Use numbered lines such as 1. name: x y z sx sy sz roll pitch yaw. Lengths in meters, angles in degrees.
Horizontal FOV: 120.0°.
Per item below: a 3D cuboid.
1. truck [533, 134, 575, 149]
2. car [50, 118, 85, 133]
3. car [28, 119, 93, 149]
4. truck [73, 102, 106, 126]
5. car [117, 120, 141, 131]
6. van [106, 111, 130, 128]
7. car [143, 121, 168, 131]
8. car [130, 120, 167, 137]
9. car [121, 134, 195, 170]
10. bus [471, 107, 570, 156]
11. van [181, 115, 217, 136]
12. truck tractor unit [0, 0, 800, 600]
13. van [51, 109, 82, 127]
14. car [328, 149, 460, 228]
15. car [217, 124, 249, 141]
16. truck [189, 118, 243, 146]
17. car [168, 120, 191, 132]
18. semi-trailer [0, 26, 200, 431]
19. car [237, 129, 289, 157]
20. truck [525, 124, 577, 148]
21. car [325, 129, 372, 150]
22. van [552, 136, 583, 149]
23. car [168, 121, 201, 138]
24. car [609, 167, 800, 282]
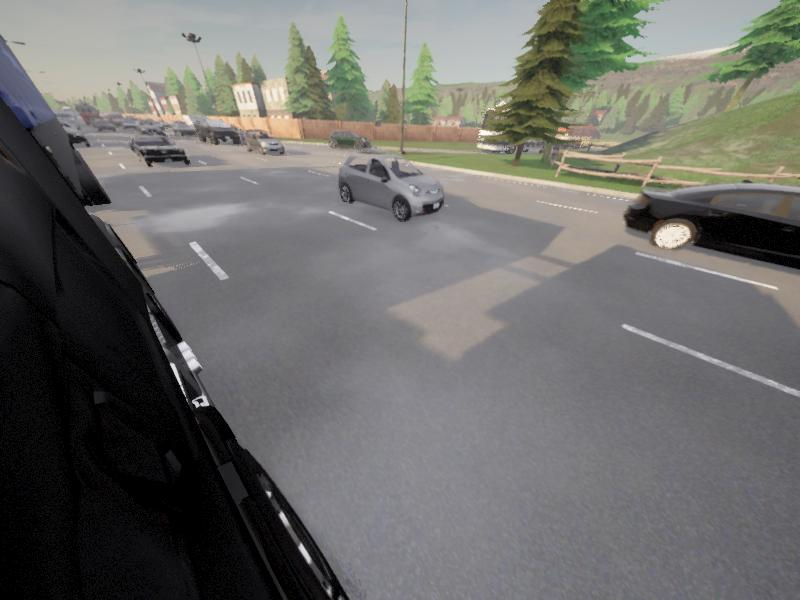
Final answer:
1. truck: 30.318 -31.390 45.695 6.274 2.098 2.390 30 45 32
2. car: -45.229 -23.815 31.454 4.792 1.488 2.163 30 45 31
3. car: -26.398 -13.058 18.117 5.027 1.651 2.152 30 45 31
4. truck: -70.204 -41.955 52.196 8.468 3.827 2.891 30 45 31
5. car: -48.738 -31.461 41.527 5.357 1.411 2.033 30 45 31
6. van: -59.727 -38.259 48.944 5.915 2.561 1.988 30 45 31
7. car: -45.799 -32.607 43.240 5.357 1.411 2.033 30 45 31
8. car: -33.016 -22.544 30.346 4.611 1.667 2.242 30 45 31
9. car: -13.729 -8.480 13.050 4.718 1.301 1.895 30 45 31
10. bus: 14.574 -20.412 28.260 10.273 4.253 3.944 -14 41 -21
11. van: -32.438 -28.189 37.293 6.366 2.431 2.351 30 45 31
12. truck tractor unit: -2.645 -0.295 0.351 6.516 4.208 3.053 28 44 30
13. van: -61.866 -33.762 42.925 6.366 2.431 2.351 30 45 31
14. car: -0.304 -3.700 7.289 3.633 1.501 1.845 30 45 31
15. car: -21.509 -21.576 29.813 3.988 1.617 1.851 30 45 32
16. truck: -19.467 -17.773 24.445 6.274 2.098 2.390 30 45 31
17. car: -42.894 -33.875 44.905 5.238 1.638 1.930 30 45 32
18. semi-trailer: -8.620 -3.654 4.308 14.254 4.402 2.717 29 44 31
19. car: -11.055 -12.737 18.643 3.988 1.617 1.851 30 45 31
20. truck: 32.971 -36.256 50.913 8.468 3.827 2.891 30 45 32
21. car: -5.740 -18.217 26.140 4.553 1.767 2.097 7 37 6
22. van: 33.972 -32.075 46.929 4.442 1.987 1.775 30 45 32
23. car: -29.839 -23.543 31.900 5.238 1.638 1.930 30 45 32
24. car: 8.185 -1.661 5.081 5.008 1.535 1.882 30 45 31
